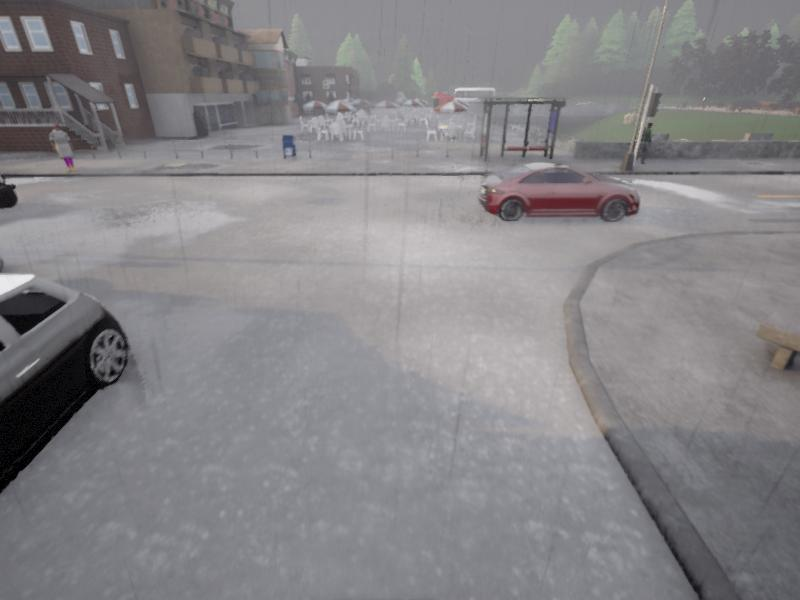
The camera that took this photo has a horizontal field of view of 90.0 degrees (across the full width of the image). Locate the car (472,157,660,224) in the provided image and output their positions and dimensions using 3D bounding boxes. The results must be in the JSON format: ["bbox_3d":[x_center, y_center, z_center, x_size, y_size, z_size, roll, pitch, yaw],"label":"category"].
[{"bbox_3d":[4.292,-3.057,11.022,4.181,1.385,1.994,0,27,0],"label":"car"}]

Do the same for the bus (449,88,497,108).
[{"bbox_3d":[17.031,-47.533,94.178,10.273,4.253,3.944,0,27,0],"label":"bus"}]

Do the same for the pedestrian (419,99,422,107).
[{"bbox_3d":[5.039,-48.280,98.059,0.751,1.860,0.751,-5,28,-9],"label":"pedestrian"}]

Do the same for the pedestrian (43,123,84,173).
[{"bbox_3d":[-14.115,-6.388,16.812,0.751,1.860,0.751,-19,33,-32],"label":"pedestrian"}]

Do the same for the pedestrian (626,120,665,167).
[{"bbox_3d":[10.762,-6.877,17.576,0.751,1.860,0.751,-3,27,-6],"label":"pedestrian"}]

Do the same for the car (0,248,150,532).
[{"bbox_3d":[-4.132,0.968,3.145,1.970,1.475,3.806,-2,27,-3],"label":"car"}]

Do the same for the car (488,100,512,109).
[{"bbox_3d":[22.846,-44.616,91.322,4.856,1.649,2.033,0,27,0],"label":"car"}]

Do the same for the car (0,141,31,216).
[{"bbox_3d":[-13.181,-3.223,10.903,3.866,1.878,1.905,0,27,0],"label":"car"}]
